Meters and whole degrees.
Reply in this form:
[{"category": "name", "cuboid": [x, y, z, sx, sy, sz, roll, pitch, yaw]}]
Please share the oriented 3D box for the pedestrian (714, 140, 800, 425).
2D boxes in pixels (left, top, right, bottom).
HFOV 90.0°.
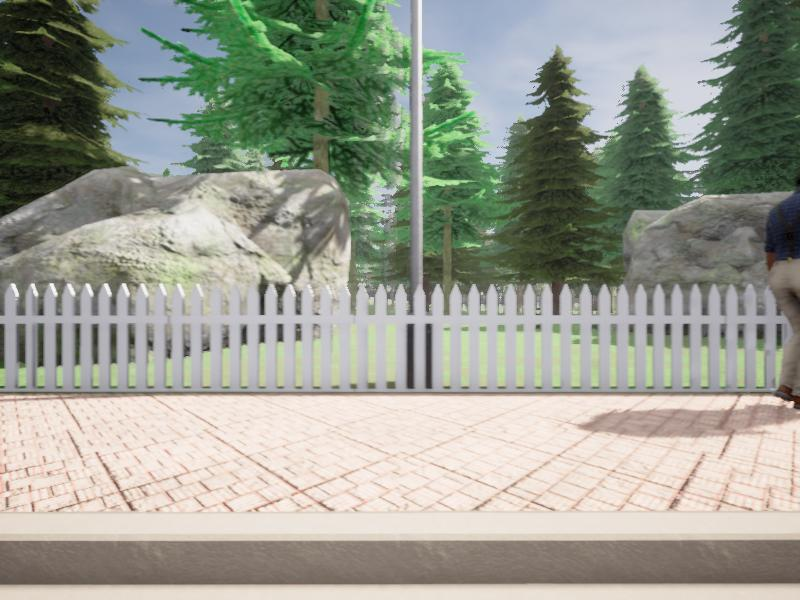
[{"category": "pedestrian", "cuboid": [2.989, -0.114, 2.954, 0.751, 1.860, 0.751, 0, 0, 0]}]
